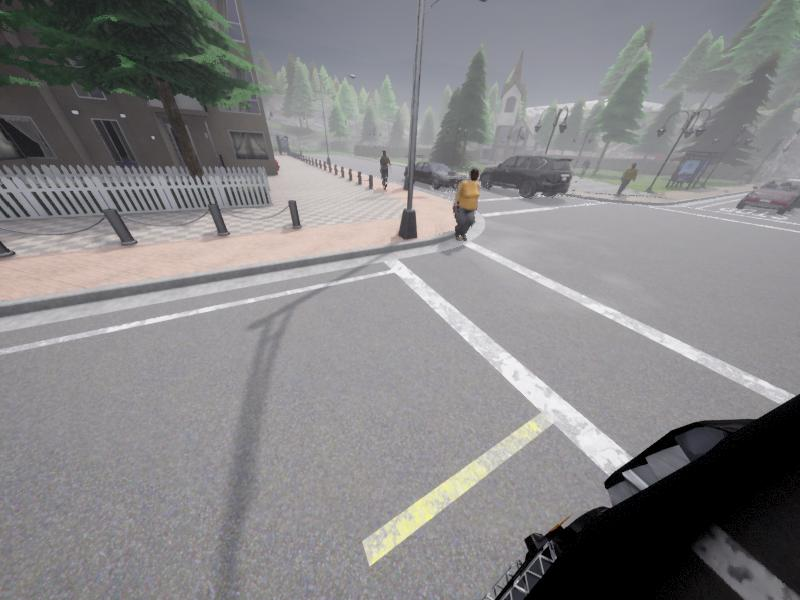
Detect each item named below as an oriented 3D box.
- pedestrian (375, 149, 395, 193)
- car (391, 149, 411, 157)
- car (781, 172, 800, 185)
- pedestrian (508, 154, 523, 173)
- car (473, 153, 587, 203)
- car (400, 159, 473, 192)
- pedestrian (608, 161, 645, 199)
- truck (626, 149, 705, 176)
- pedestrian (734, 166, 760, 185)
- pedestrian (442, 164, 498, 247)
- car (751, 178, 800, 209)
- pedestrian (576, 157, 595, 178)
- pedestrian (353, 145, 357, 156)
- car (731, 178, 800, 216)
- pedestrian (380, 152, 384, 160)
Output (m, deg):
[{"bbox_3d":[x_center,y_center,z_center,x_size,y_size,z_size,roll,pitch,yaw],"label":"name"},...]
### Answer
[{"bbox_3d":[-0.747,-6.497,11.647,0.751,1.860,0.751,10,34,10],"label":"pedestrian"},{"bbox_3d":[0.218,-38.644,60.785,5.008,1.535,1.882,-14,37,-24],"label":"car"},{"bbox_3d":[59.757,-17.496,33.553,1.816,1.474,4.193,-15,37,-24],"label":"car"},{"bbox_3d":[13.333,-15.770,26.720,0.751,1.860,0.751,2,34,-1],"label":"pedestrian"},{"bbox_3d":[7.353,-7.580,14.045,2.150,2.045,5.566,-13,36,-22],"label":"car"},{"bbox_3d":[2.203,-8.622,15.817,2.033,1.411,5.357,-15,37,-24],"label":"car"},{"bbox_3d":[13.290,-7.051,13.589,0.751,1.860,0.751,-27,43,-37],"label":"pedestrian"},{"bbox_3d":[49.014,-25.864,43.209,2.891,3.827,8.468,-15,37,-25],"label":"truck"},{"bbox_3d":[39.882,-14.318,26.579,0.751,1.860,0.751,-15,38,-25],"label":"pedestrian"},{"bbox_3d":[1.729,-2.431,6.001,0.751,1.860,0.751,-9,35,-17],"label":"pedestrian"},{"bbox_3d":[26.340,-7.263,15.578,3.806,1.475,1.970,-15,38,-25],"label":"car"},{"bbox_3d":[19.397,-13.838,24.193,0.751,1.860,0.751,10,34,10],"label":"pedestrian"},{"bbox_3d":[-9.255,-30.689,47.440,0.751,1.860,0.751,-4,34,-11],"label":"pedestrian"},{"bbox_3d":[21.360,-5.949,13.145,3.705,1.549,1.789,-15,38,-25],"label":"car"},{"bbox_3d":[-3.038,-24.886,39.862,0.500,1.100,0.500,-15,38,-25],"label":"pedestrian"}]
